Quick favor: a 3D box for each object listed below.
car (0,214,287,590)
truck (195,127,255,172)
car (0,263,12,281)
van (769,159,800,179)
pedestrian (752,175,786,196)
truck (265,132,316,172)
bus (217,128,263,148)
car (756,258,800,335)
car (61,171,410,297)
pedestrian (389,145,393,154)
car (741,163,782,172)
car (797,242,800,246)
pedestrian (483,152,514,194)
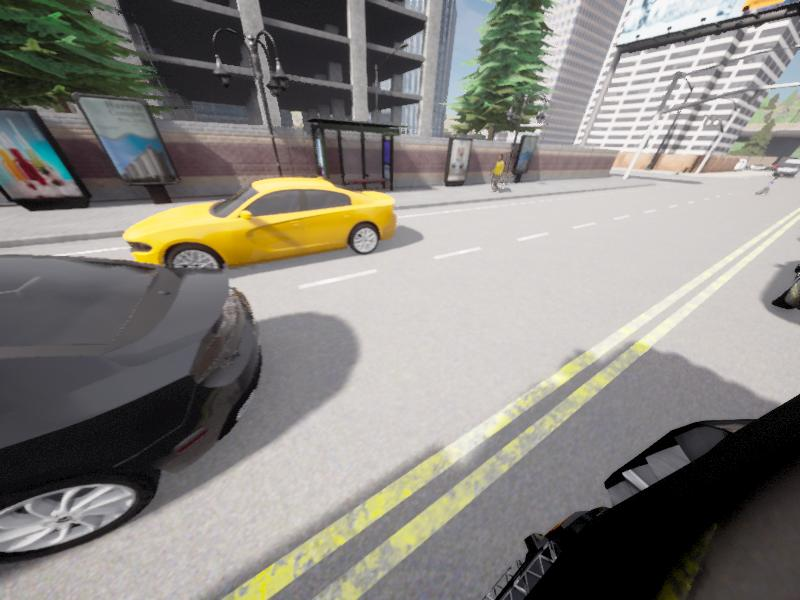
[{"bbox_3d":[-3.497,0.790,1.116,4.892,1.490,1.837,-16,38,-26],"label":"car"},{"bbox_3d":[-12.931,-11.311,17.415,2.615,2.467,5.204,-16,38,-26],"label":"truck"},{"bbox_3d":[-8.451,0.067,2.053,4.718,1.301,1.895,-16,38,-26],"label":"car"},{"bbox_3d":[63.572,-21.455,37.727,5.915,2.561,1.988,-16,38,-26],"label":"van"},{"bbox_3d":[27.135,-8.440,17.026,0.751,1.300,0.751,-23,41,-33],"label":"pedestrian"},{"bbox_3d":[-9.204,-12.401,19.286,2.615,2.467,5.204,-16,38,-26],"label":"truck"},{"bbox_3d":[-47.316,-48.051,68.738,10.273,4.253,3.944,-16,38,-26],"label":"bus"},{"bbox_3d":[8.568,-0.540,3.755,5.238,1.638,1.930,-16,38,-26],"label":"car"},{"bbox_3d":[-2.448,-1.781,4.986,5.008,1.535,1.882,-16,38,-26],"label":"car"},{"bbox_3d":[-2.238,-38.118,58.671,0.751,1.860,0.751,-20,40,-30],"label":"pedestrian"},{"bbox_3d":[87.214,-32.016,55.832,2.038,1.542,4.974,-16,38,-26],"label":"car"},{"bbox_3d":[14.957,-2.412,6.940,4.611,1.667,2.242,-16,38,-26],"label":"car"},{"bbox_3d":[5.153,-6.681,12.191,0.751,1.860,0.751,-14,37,-23],"label":"pedestrian"}]
